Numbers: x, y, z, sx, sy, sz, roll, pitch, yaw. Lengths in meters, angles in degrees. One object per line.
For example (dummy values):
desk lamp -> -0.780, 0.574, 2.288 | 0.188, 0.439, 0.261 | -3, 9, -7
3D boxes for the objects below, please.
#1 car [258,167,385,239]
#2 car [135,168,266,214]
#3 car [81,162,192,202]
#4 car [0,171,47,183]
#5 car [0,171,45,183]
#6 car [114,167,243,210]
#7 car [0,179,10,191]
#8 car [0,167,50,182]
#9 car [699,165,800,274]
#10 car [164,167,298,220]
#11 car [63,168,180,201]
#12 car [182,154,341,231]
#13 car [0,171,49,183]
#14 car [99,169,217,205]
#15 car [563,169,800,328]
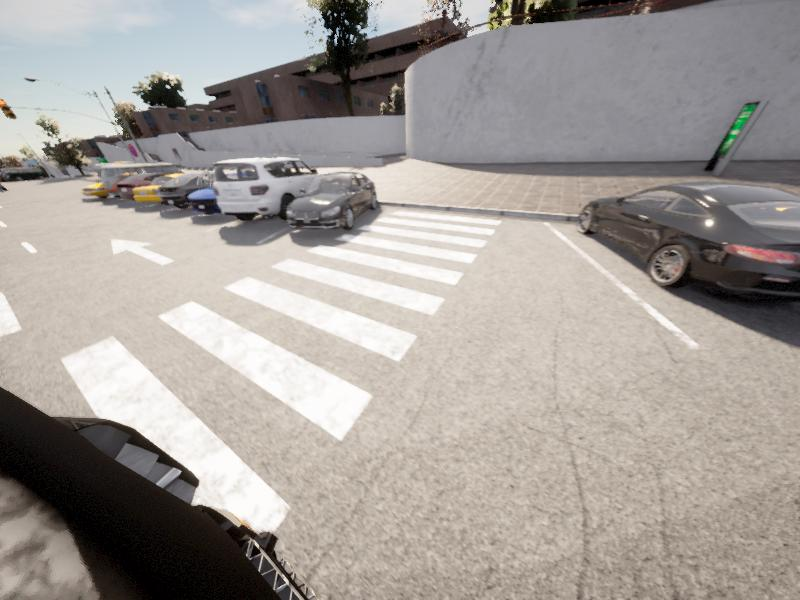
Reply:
car -> -2.236, -3.777, 8.413 | 2.231, 1.521, 4.892 | 4, 33, 9
car -> -9.988, -5.973, 12.314 | 2.231, 1.521, 4.892 | 4, 33, 10
car -> -17.750, -8.294, 16.016 | 1.878, 1.987, 4.442 | 4, 33, 9
car -> -70.670, -23.047, 43.120 | 2.002, 1.452, 4.674 | 3, 33, 10
car -> -73.277, -23.654, 44.284 | 1.946, 1.575, 5.366 | 3, 33, 10
car -> -12.534, -6.811, 13.774 | 1.946, 1.575, 5.366 | 3, 33, 10
car -> -44.774, -12.623, 25.001 | 3.633, 1.501, 1.845 | 17, 39, 25
car -> -65.560, -21.867, 40.194 | 1.878, 1.987, 4.442 | 3, 33, 10
car -> 8.045, -0.713, 3.058 | 1.946, 1.575, 5.366 | 4, 34, 9
car -> -7.399, -5.247, 11.016 | 2.097, 1.535, 5.008 | 4, 33, 9
car -> -20.333, -8.800, 17.388 | 1.946, 1.575, 5.366 | 4, 33, 9
car -> -4.833, -4.738, 9.598 | 2.435, 2.045, 5.566 | 4, 33, 10
car -> -68.105, -22.374, 41.774 | 2.002, 1.452, 4.674 | 2, 33, 10
car -> -15.141, -7.429, 14.970 | 2.163, 1.488, 4.792 | 3, 33, 10
car -> 5.494, -1.519, 4.529 | 2.002, 1.452, 4.674 | 4, 33, 10
